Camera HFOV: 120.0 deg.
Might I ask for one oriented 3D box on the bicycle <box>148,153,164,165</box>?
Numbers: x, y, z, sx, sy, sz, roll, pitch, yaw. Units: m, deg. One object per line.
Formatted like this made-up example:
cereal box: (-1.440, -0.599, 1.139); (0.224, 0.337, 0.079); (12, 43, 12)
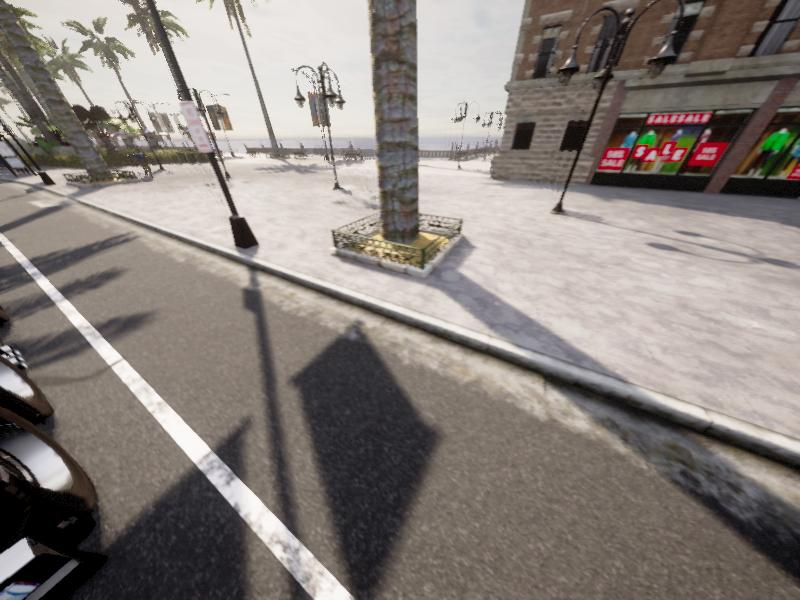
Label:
bicycle: (-26.786, -15.456, 25.334); (1.643, 1.024, 0.373); (18, 39, 24)

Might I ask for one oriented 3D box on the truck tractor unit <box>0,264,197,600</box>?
truck tractor unit: (-5.114, -0.298, 0.781); (6.516, 4.208, 3.053); (18, 39, 24)

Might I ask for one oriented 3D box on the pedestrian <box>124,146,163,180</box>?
pedestrian: (-16.624, -8.894, 15.013); (0.751, 1.860, 0.751); (14, 37, 19)

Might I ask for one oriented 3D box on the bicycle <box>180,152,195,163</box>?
bicycle: (-25.308, -16.965, 27.488); (1.643, 1.024, 0.373); (18, 39, 24)
